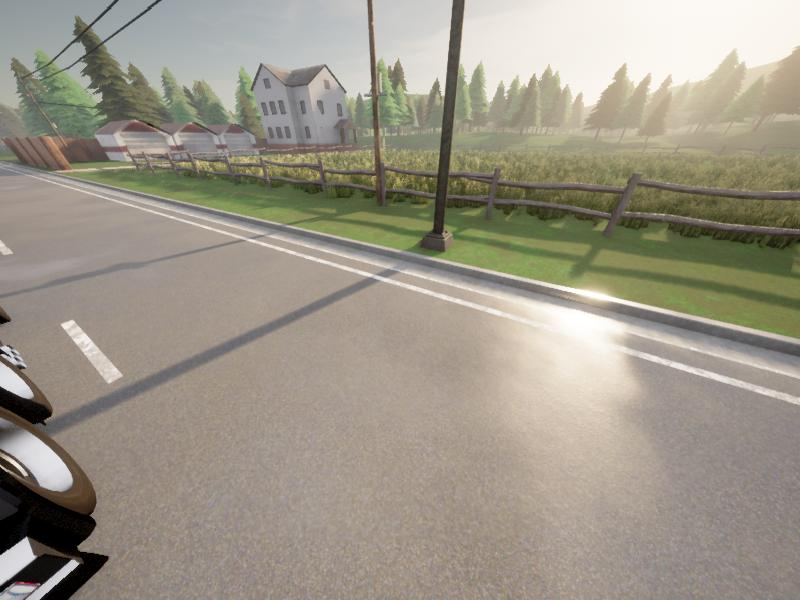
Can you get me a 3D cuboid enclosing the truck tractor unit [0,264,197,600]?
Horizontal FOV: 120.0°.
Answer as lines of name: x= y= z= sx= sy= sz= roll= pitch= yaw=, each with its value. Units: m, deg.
truck tractor unit: x=-5.112 y=-0.300 z=0.778 sx=6.516 sy=4.208 sz=3.053 roll=18 pitch=39 yaw=24
